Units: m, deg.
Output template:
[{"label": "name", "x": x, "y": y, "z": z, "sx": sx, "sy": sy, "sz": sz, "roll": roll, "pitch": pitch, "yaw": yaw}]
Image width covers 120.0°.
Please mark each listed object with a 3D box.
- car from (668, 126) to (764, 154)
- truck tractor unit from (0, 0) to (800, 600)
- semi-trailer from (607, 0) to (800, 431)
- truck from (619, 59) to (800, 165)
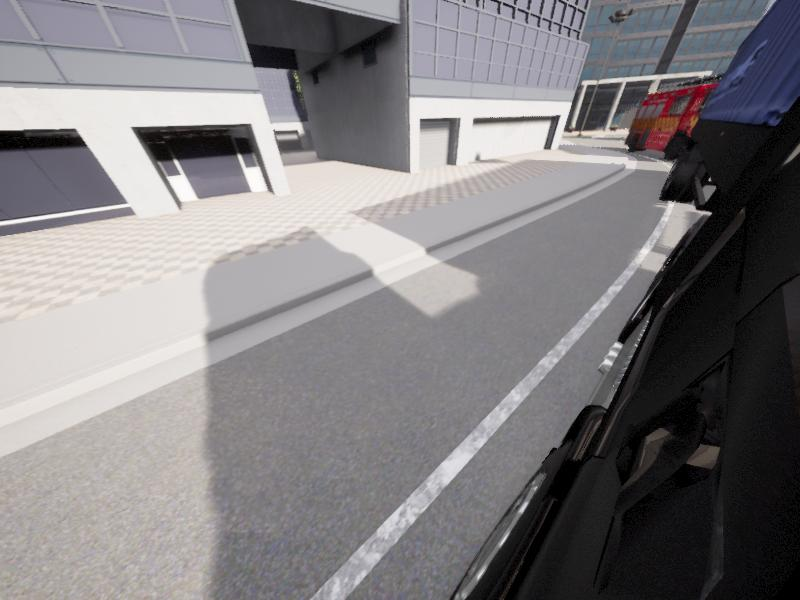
[{"label": "car", "x": 22.077, "y": -11.480, "z": 16.455, "sx": 1.994, "sy": 1.385, "sz": 4.181, "roll": 8, "pitch": 38, "yaw": 15}, {"label": "truck tractor unit", "x": 2.645, "y": -0.295, "z": 0.351, "sx": 6.516, "sy": 4.208, "sz": 3.053, "roll": -28, "pitch": 44, "yaw": -30}, {"label": "semi-trailer", "x": 8.241, "y": -3.883, "z": 4.630, "sx": 2.717, "sy": 4.402, "sz": 14.254, "roll": 29, "pitch": 47, "yaw": 35}, {"label": "truck", "x": 17.739, "y": -11.004, "z": 14.048, "sx": 2.891, "sy": 3.827, "sz": 8.468, "roll": 10, "pitch": 38, "yaw": 16}]
